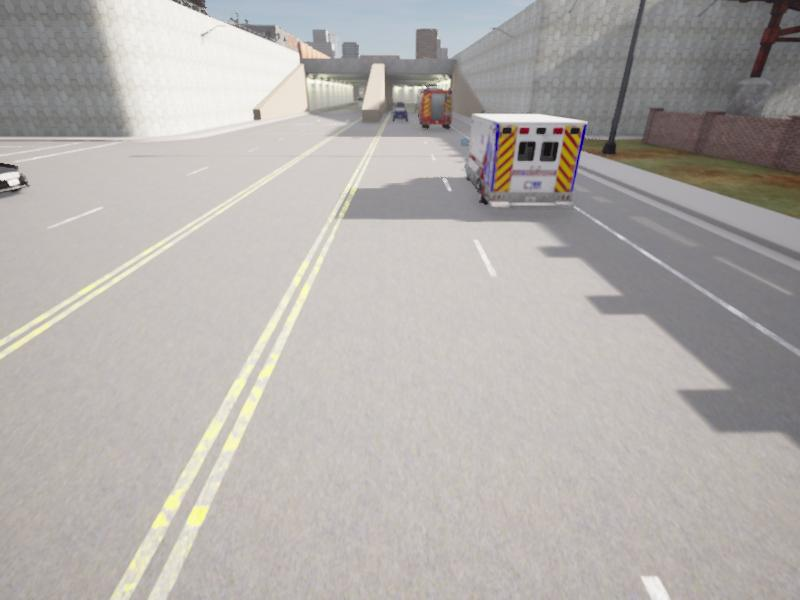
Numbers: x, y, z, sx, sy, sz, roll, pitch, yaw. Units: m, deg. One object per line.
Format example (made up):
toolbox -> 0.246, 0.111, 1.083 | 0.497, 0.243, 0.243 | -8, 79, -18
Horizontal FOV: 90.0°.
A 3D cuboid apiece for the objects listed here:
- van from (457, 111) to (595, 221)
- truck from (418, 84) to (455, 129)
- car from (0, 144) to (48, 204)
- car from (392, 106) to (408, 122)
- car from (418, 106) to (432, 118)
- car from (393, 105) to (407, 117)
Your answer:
van -> 3.515, -4.657, 13.003 | 2.351, 2.431, 6.366 | 0, 27, 0
truck -> 3.538, -20.003, 41.217 | 2.891, 3.827, 8.468 | 0, 27, 0
car -> -14.540, -3.959, 12.479 | 4.902, 1.511, 2.128 | 1, 27, 1
car -> 0.030, -23.447, 50.349 | 1.882, 1.535, 5.008 | 0, 27, 0
car -> 3.533, -26.917, 57.208 | 1.812, 1.442, 4.674 | 0, 27, 0
car -> 0.038, -28.733, 60.748 | 2.033, 1.411, 5.357 | 0, 27, 0
